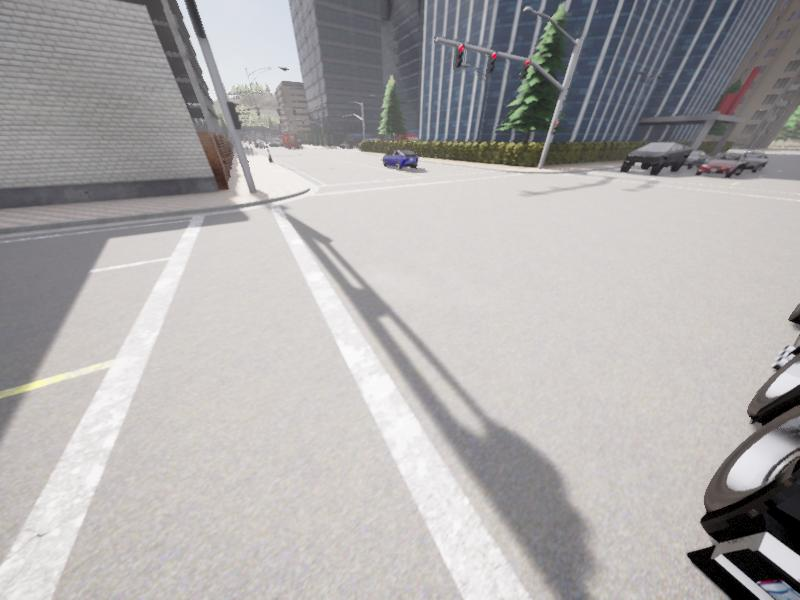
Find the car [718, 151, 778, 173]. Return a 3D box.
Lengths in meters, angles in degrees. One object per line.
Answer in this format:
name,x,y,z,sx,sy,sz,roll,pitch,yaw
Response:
car,30.380,-12.081,20.190,4.181,1.385,1.994,-19,39,-25

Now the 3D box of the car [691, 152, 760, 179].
car,24.320,-10.129,17.280,4.193,1.474,1.816,-18,39,-24

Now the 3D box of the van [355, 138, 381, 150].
van,-8.447,-41.691,61.635,6.366,2.431,2.351,-19,39,-25

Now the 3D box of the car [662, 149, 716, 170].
car,27.826,-13.579,22.263,4.674,1.442,1.812,-18,39,-24

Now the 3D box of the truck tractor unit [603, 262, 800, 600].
truck tractor unit,5.107,-0.303,0.792,6.516,4.208,3.053,-18,39,-24

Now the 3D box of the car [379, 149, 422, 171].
car,-0.055,-13.195,21.639,2.007,1.525,4.514,-18,39,-24

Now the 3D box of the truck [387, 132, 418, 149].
truck,0.789,-45.357,65.701,8.468,3.827,2.891,-19,39,-25

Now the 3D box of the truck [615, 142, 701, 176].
truck,21.016,-11.613,18.850,6.274,2.098,2.390,-18,39,-24

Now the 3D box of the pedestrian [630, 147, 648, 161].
pedestrian,28.703,-17.525,27.734,0.751,1.300,0.751,-10,36,-14
